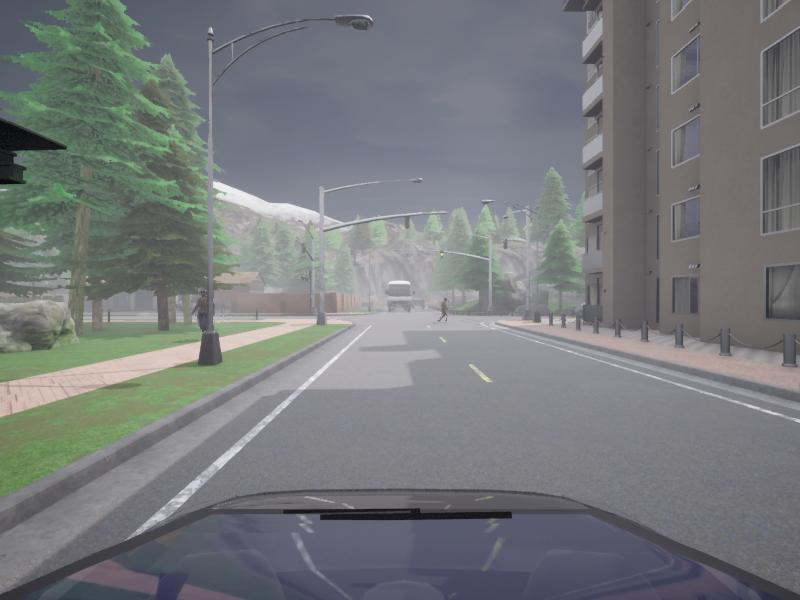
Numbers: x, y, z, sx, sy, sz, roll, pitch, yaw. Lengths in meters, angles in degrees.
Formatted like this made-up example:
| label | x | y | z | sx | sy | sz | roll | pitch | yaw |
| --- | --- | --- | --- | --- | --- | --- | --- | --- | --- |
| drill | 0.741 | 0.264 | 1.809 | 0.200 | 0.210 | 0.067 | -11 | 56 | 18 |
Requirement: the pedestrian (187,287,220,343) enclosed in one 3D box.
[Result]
| label | x | y | z | sx | sy | sz | roll | pitch | yaw |
| --- | --- | --- | --- | --- | --- | --- | --- | --- | --- |
| pedestrian | -6.695 | 0.485 | 13.659 | 0.751 | 1.860 | 0.751 | 0 | 0 | -3 |

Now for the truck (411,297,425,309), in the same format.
| label | x | y | z | sx | sy | sz | roll | pitch | yaw |
| --- | --- | --- | --- | --- | --- | --- | --- | --- | --- |
| truck | 3.385 | 0.540 | 77.464 | 2.390 | 2.098 | 6.274 | 0 | 0 | 0 |

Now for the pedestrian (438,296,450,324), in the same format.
| label | x | y | z | sx | sy | sz | roll | pitch | yaw |
| --- | --- | --- | --- | --- | --- | --- | --- | --- | --- |
| pedestrian | 2.967 | 0.637 | 26.907 | 0.751 | 1.860 | 0.751 | 0 | 0 | 1 |

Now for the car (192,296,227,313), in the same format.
| label | x | y | z | sx | sy | sz | roll | pitch | yaw |
| --- | --- | --- | --- | --- | --- | --- | --- | --- | --- |
| car | -21.587 | 0.503 | 45.523 | 1.932 | 1.855 | 4.605 | 0 | 0 | -1 |

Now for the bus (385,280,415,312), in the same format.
| label | x | y | z | sx | sy | sz | roll | pitch | yaw |
| --- | --- | --- | --- | --- | --- | --- | --- | --- | --- |
| bus | 0.035 | -0.534 | 57.845 | 3.944 | 4.253 | 10.273 | 0 | 0 | 0 |

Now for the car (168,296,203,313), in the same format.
| label | x | y | z | sx | sy | sz | roll | pitch | yaw |
| --- | --- | --- | --- | --- | --- | --- | --- | --- | --- |
| car | -24.091 | 0.505 | 45.073 | 1.905 | 1.878 | 3.866 | 0 | 0 | -1 |
